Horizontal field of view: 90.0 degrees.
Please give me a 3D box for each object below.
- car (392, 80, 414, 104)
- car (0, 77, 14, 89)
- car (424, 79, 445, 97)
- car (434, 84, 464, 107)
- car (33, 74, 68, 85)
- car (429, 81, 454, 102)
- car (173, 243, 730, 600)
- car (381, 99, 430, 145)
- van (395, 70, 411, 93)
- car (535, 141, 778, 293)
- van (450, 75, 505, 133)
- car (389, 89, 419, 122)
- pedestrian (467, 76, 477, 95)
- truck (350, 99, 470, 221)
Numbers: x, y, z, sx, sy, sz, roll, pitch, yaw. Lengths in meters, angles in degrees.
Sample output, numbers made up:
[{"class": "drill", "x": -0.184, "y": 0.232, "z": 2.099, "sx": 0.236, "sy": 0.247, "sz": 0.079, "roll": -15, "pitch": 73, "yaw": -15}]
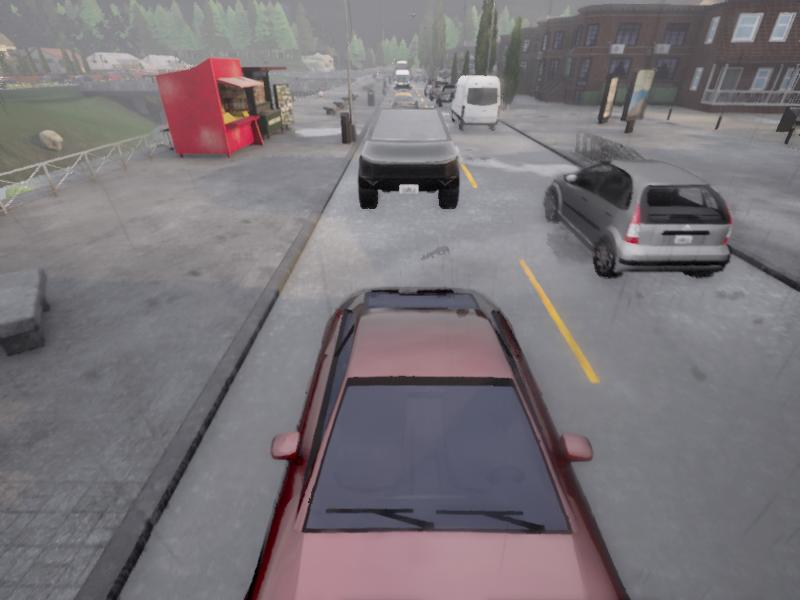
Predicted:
[{"class": "car", "x": 0.280, "y": -19.580, "z": 37.621, "sx": 1.932, "sy": 1.855, "sz": 4.605, "roll": 0, "pitch": 29, "yaw": 0}, {"class": "car", "x": -61.317, "y": -32.873, "z": 60.588, "sx": 1.845, "sy": 1.501, "sz": 3.633, "roll": 0, "pitch": 30, "yaw": 0}, {"class": "car", "x": 4.008, "y": -24.963, "z": 47.025, "sx": 2.242, "sy": 1.667, "sz": 4.611, "roll": 1, "pitch": 30, "yaw": 2}, {"class": "car", "x": 4.259, "y": -18.078, "z": 35.291, "sx": 2.033, "sy": 1.649, "sz": 4.856, "roll": 0, "pitch": 29, "yaw": 0}, {"class": "car", "x": -65.258, "y": -41.230, "z": 74.793, "sx": 2.033, "sy": 1.649, "sz": 4.856, "roll": 0, "pitch": 30, "yaw": 0}, {"class": "car", "x": 4.160, "y": -21.381, "z": 40.901, "sx": 2.242, "sy": 1.667, "sz": 4.611, "roll": 1, "pitch": 30, "yaw": 1}, {"class": "car", "x": 0.188, "y": 1.015, "z": 2.928, "sx": 1.994, "sy": 1.385, "sz": 4.181, "roll": 0, "pitch": 30, "yaw": 0}, {"class": "car", "x": 0.262, "y": -8.790, "z": 19.532, "sx": 2.128, "sy": 1.511, "sz": 4.902, "roll": 0, "pitch": 30, "yaw": 1}, {"class": "van", "x": 0.337, "y": -29.141, "z": 53.260, "sx": 1.988, "sy": 2.561, "sz": 5.915, "roll": 0, "pitch": 30, "yaw": 0}, {"class": "car", "x": 4.165, "y": -1.810, "z": 7.505, "sx": 1.851, "sy": 1.617, "sz": 3.988, "roll": 0, "pitch": 30, "yaw": 0}, {"class": "van", "x": 4.202, "y": -11.361, "z": 22.911, "sx": 1.988, "sy": 2.561, "sz": 5.915, "roll": 0, "pitch": 30, "yaw": 0}, {"class": "car", "x": 0.241, "y": -13.260, "z": 27.104, "sx": 1.801, "sy": 1.575, "sz": 5.366, "roll": 0, "pitch": 30, "yaw": 0}, {"class": "pedestrian", "x": 8.312, "y": -24.787, "z": 46.285, "sx": 0.751, "sy": 1.860, "sz": 0.751, "roll": -7, "pitch": 31, "yaw": -13}, {"class": "truck", "x": 0.236, "y": -4.287, "z": 11.253, "sx": 2.390, "sy": 2.098, "sz": 6.274, "roll": 0, "pitch": 30, "yaw": 1}]
